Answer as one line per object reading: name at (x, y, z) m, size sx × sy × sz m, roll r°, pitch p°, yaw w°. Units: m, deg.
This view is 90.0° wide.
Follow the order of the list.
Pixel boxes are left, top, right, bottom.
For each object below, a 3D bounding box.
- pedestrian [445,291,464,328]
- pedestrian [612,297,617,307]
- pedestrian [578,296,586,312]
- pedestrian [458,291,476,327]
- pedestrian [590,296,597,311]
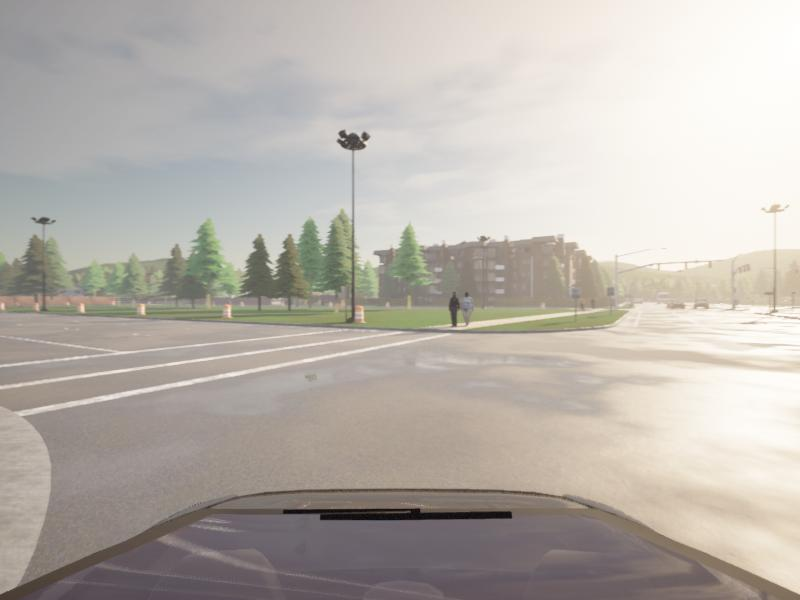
pedestrian at (2.829, 0.480, 20.808) m, size 0.751 × 1.860 × 0.751 m, roll 0°, pitch 0°, yaw 28°
pedestrian at (40.061, 0.458, 74.634) m, size 0.751 × 1.860 × 0.751 m, roll 0°, pitch 0°, yaw 37°
pedestrian at (21.592, 0.469, 47.376) m, size 0.751 × 1.860 × 0.751 m, roll 0°, pitch 0°, yaw 35°
pedestrian at (3.594, 0.479, 21.462) m, size 0.751 × 1.860 × 0.751 m, roll 0°, pitch 0°, yaw 33°
pedestrian at (25.511, 0.466, 52.836) m, size 0.751 × 1.860 × 0.751 m, roll 0°, pitch 0°, yaw 34°
